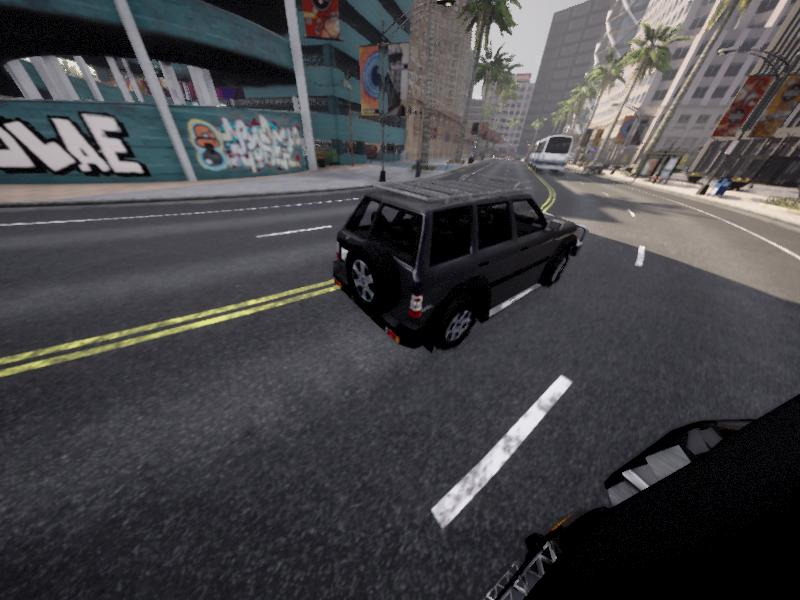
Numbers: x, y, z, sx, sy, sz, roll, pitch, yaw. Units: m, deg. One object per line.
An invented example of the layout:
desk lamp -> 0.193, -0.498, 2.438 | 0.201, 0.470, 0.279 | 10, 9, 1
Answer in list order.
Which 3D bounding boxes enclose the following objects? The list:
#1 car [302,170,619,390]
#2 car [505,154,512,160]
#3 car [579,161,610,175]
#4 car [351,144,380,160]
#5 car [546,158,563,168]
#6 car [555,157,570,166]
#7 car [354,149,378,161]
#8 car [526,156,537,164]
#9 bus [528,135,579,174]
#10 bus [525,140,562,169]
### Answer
car -> 1.227, -0.962, 3.800 | 4.605, 1.855, 1.932 | -21, 41, -32
car -> 42.396, -55.883, 90.226 | 2.007, 1.525, 4.514 | 15, 35, 18
car -> 29.352, -20.089, 35.114 | 2.231, 1.521, 4.892 | 15, 35, 17
car -> -5.706, -25.263, 39.473 | 2.435, 2.045, 5.566 | 15, 35, 17
car -> 33.463, -29.829, 50.137 | 2.038, 1.542, 4.974 | 15, 35, 17
car -> 40.654, -34.772, 57.909 | 2.185, 1.767, 4.553 | 15, 35, 17
car -> -5.699, -24.965, 39.734 | 2.007, 1.523, 4.514 | 15, 35, 17
car -> 37.537, -39.996, 65.971 | 2.152, 1.651, 5.027 | 15, 35, 18
bus -> 22.334, -21.695, 34.543 | 3.944, 4.253, 10.273 | 14, 35, 17
bus -> 27.352, -28.195, 44.743 | 3.944, 4.253, 10.273 | 15, 35, 17
